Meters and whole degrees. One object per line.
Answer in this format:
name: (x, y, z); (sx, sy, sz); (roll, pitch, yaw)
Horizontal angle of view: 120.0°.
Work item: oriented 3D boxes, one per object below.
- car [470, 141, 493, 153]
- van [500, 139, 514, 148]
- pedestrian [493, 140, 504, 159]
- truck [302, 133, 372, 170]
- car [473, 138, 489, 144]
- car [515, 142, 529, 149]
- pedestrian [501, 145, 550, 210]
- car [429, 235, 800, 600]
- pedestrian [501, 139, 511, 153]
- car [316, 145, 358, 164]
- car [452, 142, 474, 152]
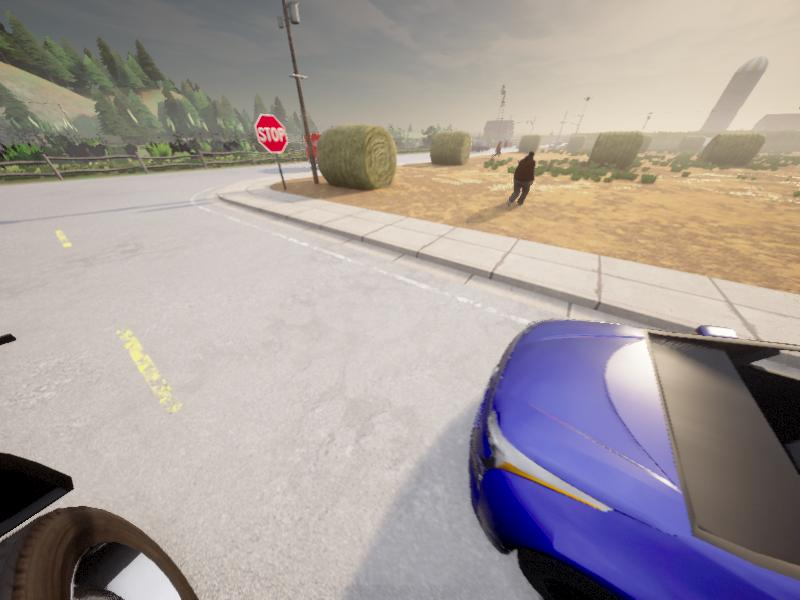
car: (14.814, -27.963, 42.092); (2.097, 1.767, 4.553); (24, 42, 30)
van: (28.038, -41.112, 60.687); (1.775, 1.987, 4.442); (24, 42, 30)
pedestrian: (11.503, -17.536, 26.906); (0.751, 1.860, 0.751); (13, 37, 17)
truck: (-5.379, -13.342, 20.597); (2.627, 2.467, 5.204); (24, 42, 30)
car: (29.458, -57.910, 84.158); (4.611, 1.667, 2.242); (29, 44, 32)
car: (31.969, -40.484, 60.345); (1.970, 1.475, 3.806); (24, 42, 30)
pedestrian: (4.264, -4.199, 7.967); (0.751, 1.860, 0.751); (-22, 41, -28)
car: (2.638, 1.247, 0.836); (4.514, 1.525, 2.007); (22, 41, 28)
pedestrian: (17.376, -25.244, 37.889); (0.751, 1.860, 0.751); (-19, 40, -26)
car: (-6.541, -15.396, 24.365); (1.970, 1.475, 3.806); (24, 42, 30)
car: (12.042, -29.129, 43.957); (2.007, 1.525, 4.514); (24, 42, 30)
